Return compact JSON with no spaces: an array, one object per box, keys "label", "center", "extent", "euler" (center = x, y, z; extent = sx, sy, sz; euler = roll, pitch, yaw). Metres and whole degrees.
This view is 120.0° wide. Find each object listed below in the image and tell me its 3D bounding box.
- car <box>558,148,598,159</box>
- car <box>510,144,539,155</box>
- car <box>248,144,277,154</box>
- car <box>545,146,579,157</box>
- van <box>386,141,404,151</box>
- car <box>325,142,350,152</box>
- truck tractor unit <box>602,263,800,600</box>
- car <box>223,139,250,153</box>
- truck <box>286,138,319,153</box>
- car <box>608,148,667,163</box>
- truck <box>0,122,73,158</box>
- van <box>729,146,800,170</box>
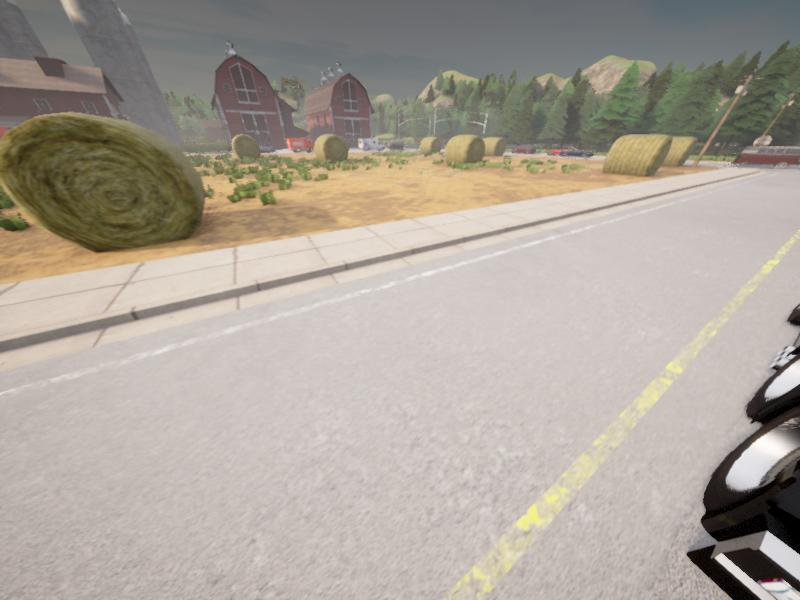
[{"label":"car","center":[29.083,-24.092,37.964],"extent":[1.895,1.301,4.718],"euler":[-20,40,-27]},{"label":"car","center":[25.560,-31.111,47.597],"extent":[2.097,1.767,4.553],"euler":[-20,40,-27]},{"label":"car","center":[-25.453,-27.922,42.740],"extent":[4.181,1.385,1.994],"euler":[-21,41,-27]},{"label":"car","center":[29.684,-27.335,42.438],"extent":[2.007,1.525,4.514],"euler":[-20,40,-27]},{"label":"van","center":[-1.204,-39.737,59.509],"extent":[4.442,1.987,1.775],"euler":[-21,40,-27]},{"label":"car","center":[-13.339,-32.703,49.343],"extent":[4.605,1.855,1.932],"euler":[-21,40,-27]},{"label":"truck tractor unit","center":[5.114,-0.293,0.798],"extent":[6.516,4.208,3.053],"euler":[-18,39,-25]},{"label":"car","center":[-32.583,-30.831,46.148],"extent":[1.905,1.878,3.866],"euler":[13,38,8]},{"label":"truck","center":[-19.337,-30.676,45.839],"extent":[5.204,2.467,2.627],"euler":[-21,40,-28]},{"label":"car","center":[33.242,-20.512,32.608],"extent":[1.801,1.575,5.366],"euler":[-20,39,-27]},{"label":"truck","center":[-52.033,-21.288,30.778],"extent":[8.468,3.827,2.891],"euler":[-21,40,-27]},{"label":"van","center":[39.650,-15.315,24.825],"extent":[1.775,1.987,4.442],"euler":[-25,42,-31]}]
